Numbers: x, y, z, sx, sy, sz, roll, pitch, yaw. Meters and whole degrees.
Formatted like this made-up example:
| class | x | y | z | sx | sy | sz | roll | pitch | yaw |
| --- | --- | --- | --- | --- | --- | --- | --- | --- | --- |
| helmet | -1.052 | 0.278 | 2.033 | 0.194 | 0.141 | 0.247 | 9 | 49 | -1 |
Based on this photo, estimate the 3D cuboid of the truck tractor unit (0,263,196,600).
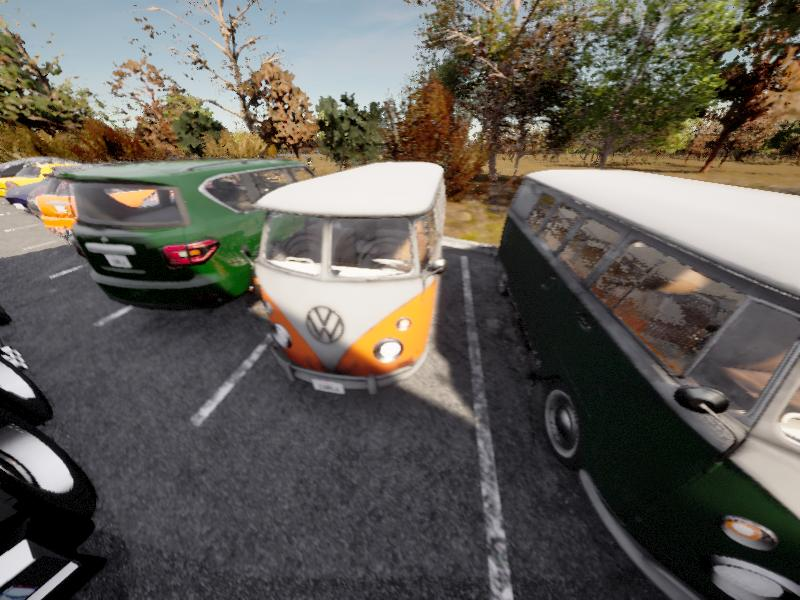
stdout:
| class | x | y | z | sx | sy | sz | roll | pitch | yaw |
| --- | --- | --- | --- | --- | --- | --- | --- | --- | --- |
| truck tractor unit | -5.108 | -0.301 | 0.789 | 6.516 | 4.208 | 3.053 | 18 | 39 | 24 |

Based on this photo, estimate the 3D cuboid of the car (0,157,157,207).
| class | x | y | z | sx | sy | sz | roll | pitch | yaw |
| --- | --- | --- | --- | --- | --- | --- | --- | --- | --- |
| car | -16.377 | -6.183 | 11.722 | 1.946 | 1.575 | 5.366 | 6 | 35 | 9 |

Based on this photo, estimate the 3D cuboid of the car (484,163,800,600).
| class | x | y | z | sx | sy | sz | roll | pitch | yaw |
| --- | --- | --- | --- | --- | --- | --- | --- | --- | --- |
| car | 2.314 | -0.072 | 2.358 | 1.878 | 1.987 | 4.442 | 6 | 35 | 8 |

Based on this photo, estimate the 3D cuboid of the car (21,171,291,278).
| class | x | y | z | sx | sy | sz | roll | pitch | yaw |
| --- | --- | --- | --- | --- | --- | --- | --- | --- | --- |
| car | -5.390 | -2.441 | 6.306 | 2.002 | 1.452 | 4.674 | 6 | 35 | 8 |

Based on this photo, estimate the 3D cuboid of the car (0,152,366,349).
| class | x | y | z | sx | sy | sz | roll | pitch | yaw |
| --- | --- | --- | --- | --- | --- | --- | --- | --- | --- |
| car | -2.816 | -1.856 | 4.930 | 2.435 | 2.045 | 5.566 | 6 | 35 | 8 |

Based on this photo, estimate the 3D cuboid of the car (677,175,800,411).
| class | x | y | z | sx | sy | sz | roll | pitch | yaw |
| --- | --- | --- | --- | --- | --- | --- | --- | --- | --- |
| car | 4.892 | 0.768 | 1.124 | 1.878 | 1.987 | 4.442 | 6 | 35 | 8 |

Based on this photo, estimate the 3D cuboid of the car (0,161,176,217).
| class | x | y | z | sx | sy | sz | roll | pitch | yaw |
| --- | --- | --- | --- | --- | --- | --- | --- | --- | --- |
| car | -13.472 | -5.077 | 10.155 | 2.163 | 1.488 | 4.792 | 6 | 35 | 8 |

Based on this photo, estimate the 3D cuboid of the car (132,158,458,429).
| class | x | y | z | sx | sy | sz | roll | pitch | yaw |
| --- | --- | --- | --- | --- | --- | --- | --- | --- | --- |
| car | -0.262 | -0.912 | 3.591 | 1.878 | 1.987 | 4.442 | 6 | 35 | 8 |

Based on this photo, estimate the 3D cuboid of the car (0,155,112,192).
| class | x | y | z | sx | sy | sz | roll | pitch | yaw |
| --- | --- | --- | --- | --- | --- | --- | --- | --- | --- |
| car | -22.268 | -8.003 | 14.396 | 2.231 | 1.521 | 4.892 | 6 | 35 | 8 |

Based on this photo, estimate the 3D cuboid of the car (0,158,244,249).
| class | x | y | z | sx | sy | sz | roll | pitch | yaw |
| --- | --- | --- | --- | --- | --- | --- | --- | --- | --- |
| car | -7.977 | -3.402 | 7.422 | 2.185 | 1.767 | 4.553 | 6 | 35 | 9 |

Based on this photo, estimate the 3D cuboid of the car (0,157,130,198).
| class | x | y | z | sx | sy | sz | roll | pitch | yaw |
| --- | --- | --- | --- | --- | --- | --- | --- | --- | --- |
| car | -19.340 | -7.035 | 12.978 | 2.231 | 1.521 | 4.892 | 6 | 35 | 9 |

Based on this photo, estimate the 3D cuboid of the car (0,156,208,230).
| class | x | y | z | sx | sy | sz | roll | pitch | yaw |
| --- | --- | --- | --- | --- | --- | --- | --- | --- | --- |
| car | -10.532 | -4.278 | 8.707 | 2.185 | 1.767 | 4.553 | 6 | 35 | 8 |
